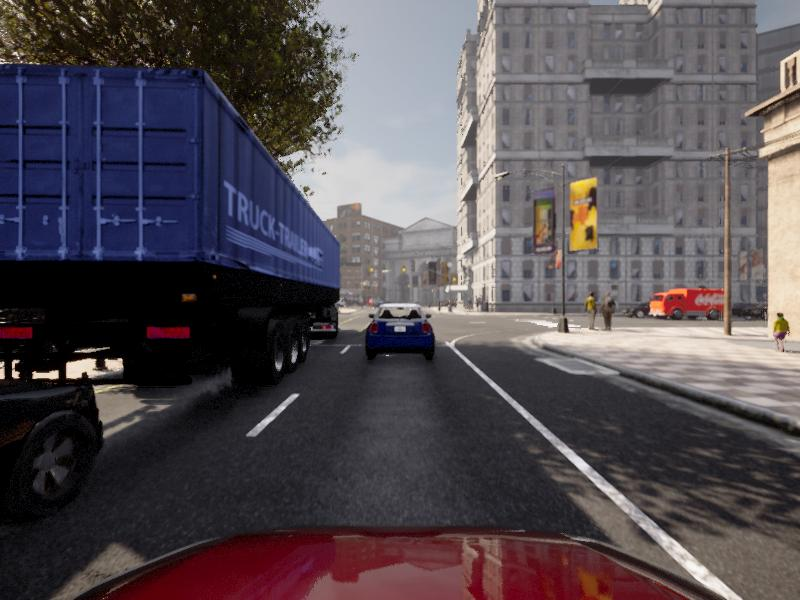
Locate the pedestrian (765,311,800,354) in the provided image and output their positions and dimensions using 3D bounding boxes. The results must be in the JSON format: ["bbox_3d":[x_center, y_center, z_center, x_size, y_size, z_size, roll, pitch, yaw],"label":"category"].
[{"bbox_3d":[10.373,0.867,10.855,0.500,1.100,0.500,0,0,14],"label":"pedestrian"}]

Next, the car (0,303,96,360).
[{"bbox_3d":[-11.467,0.846,11.374,1.837,1.490,4.892,0,0,1],"label":"car"}]

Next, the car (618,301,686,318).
[{"bbox_3d":[22.319,0.850,35.590,4.892,1.490,1.837,0,0,0],"label":"car"}]

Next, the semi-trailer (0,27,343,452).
[{"bbox_3d":[-3.697,-0.616,11.290,2.717,4.402,14.254,0,0,-3],"label":"semi-trailer"}]

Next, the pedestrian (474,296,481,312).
[{"bbox_3d":[9.606,0.492,49.449,0.751,1.860,0.751,0,0,14],"label":"pedestrian"}]

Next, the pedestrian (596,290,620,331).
[{"bbox_3d":[9.640,0.488,18.571,0.751,1.860,0.751,0,0,8],"label":"pedestrian"}]

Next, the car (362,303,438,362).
[{"bbox_3d":[0.000,0.855,12.213,1.970,1.475,3.806,0,0,0],"label":"car"}]

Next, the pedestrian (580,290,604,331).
[{"bbox_3d":[9.055,0.488,18.879,0.751,1.860,0.751,0,0,-15],"label":"pedestrian"}]

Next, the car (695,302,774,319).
[{"bbox_3d":[29.662,0.900,35.628,5.357,1.411,2.033,0,0,0],"label":"car"}]

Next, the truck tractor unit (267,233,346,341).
[{"bbox_3d":[-4.338,-0.517,19.161,3.053,4.208,6.516,0,0,-11],"label":"truck tractor unit"}]

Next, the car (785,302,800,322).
[{"bbox_3d":[30.498,0.859,28.610,4.193,1.474,1.816,0,0,0],"label":"car"}]

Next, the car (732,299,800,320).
[{"bbox_3d":[30.099,0.776,32.125,5.238,1.638,1.930,0,0,0],"label":"car"}]

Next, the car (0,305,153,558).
[{"bbox_3d":[-3.501,0.828,1.531,2.038,1.542,4.974,0,0,0],"label":"car"}]

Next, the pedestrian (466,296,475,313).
[{"bbox_3d":[8.040,0.492,45.817,0.751,1.860,0.751,0,0,-15],"label":"pedestrian"}]

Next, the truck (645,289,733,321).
[{"bbox_3d":[23.026,0.362,32.102,5.204,2.467,2.627,0,0,-1],"label":"truck"}]
